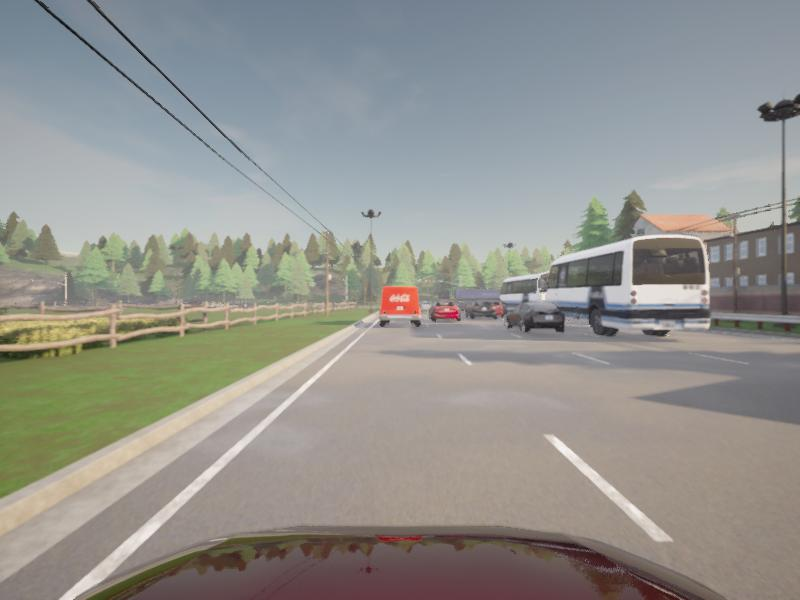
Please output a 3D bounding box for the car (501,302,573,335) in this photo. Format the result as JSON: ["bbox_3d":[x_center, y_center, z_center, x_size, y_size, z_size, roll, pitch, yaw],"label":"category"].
[{"bbox_3d":[7.003,0.880,21.094,2.163,1.488,4.792,0,0,0],"label":"car"}]

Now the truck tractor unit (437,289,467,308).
[{"bbox_3d":[11.816,-0.399,91.648,6.516,4.208,3.053,0,0,0],"label":"truck tractor unit"}]

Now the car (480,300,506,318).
[{"bbox_3d":[9.246,0.807,39.583,2.242,1.667,4.611,0,0,17],"label":"car"}]

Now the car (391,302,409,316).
[{"bbox_3d":[0.006,0.967,44.646,1.994,1.385,4.181,0,0,0],"label":"car"}]

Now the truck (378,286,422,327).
[{"bbox_3d":[0.005,0.392,26.529,2.627,2.467,5.204,0,0,0],"label":"truck"}]

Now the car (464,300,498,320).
[{"bbox_3d":[7.124,0.806,35.532,2.242,1.667,4.611,0,0,2],"label":"car"}]

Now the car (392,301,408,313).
[{"bbox_3d":[0.007,0.899,53.015,2.007,1.525,4.514,0,0,0],"label":"car"}]

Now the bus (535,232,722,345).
[{"bbox_3d":[10.410,-0.499,20.377,3.944,4.253,10.273,-1,1,2],"label":"bus"}]

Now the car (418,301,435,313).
[{"bbox_3d":[3.510,0.923,52.735,1.970,1.475,3.806,0,0,0],"label":"car"}]

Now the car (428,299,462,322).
[{"bbox_3d":[3.503,0.799,32.062,2.242,1.667,4.611,0,0,0],"label":"car"}]

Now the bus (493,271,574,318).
[{"bbox_3d":[13.570,-0.483,42.095,3.944,4.253,10.273,0,0,-7],"label":"bus"}]

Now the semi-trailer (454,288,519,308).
[{"bbox_3d":[19.729,-0.495,91.580,14.254,4.402,2.717,0,0,1],"label":"semi-trailer"}]
